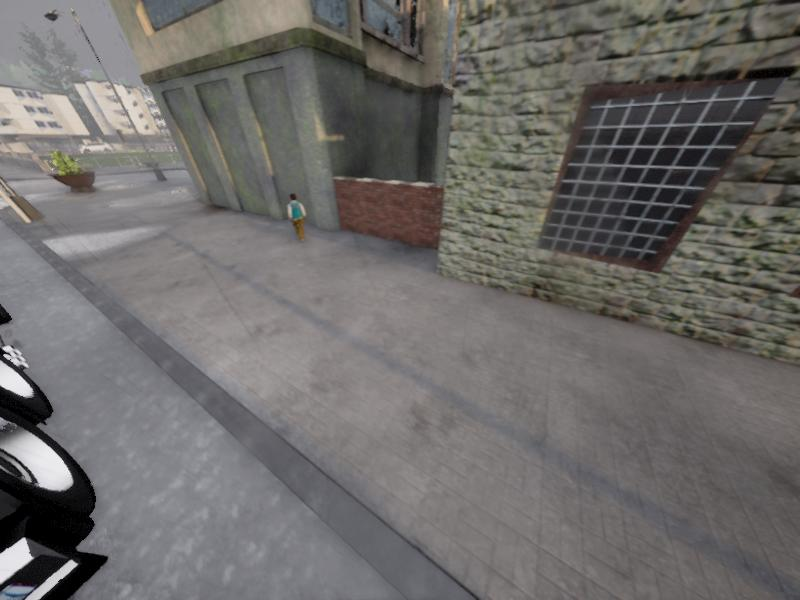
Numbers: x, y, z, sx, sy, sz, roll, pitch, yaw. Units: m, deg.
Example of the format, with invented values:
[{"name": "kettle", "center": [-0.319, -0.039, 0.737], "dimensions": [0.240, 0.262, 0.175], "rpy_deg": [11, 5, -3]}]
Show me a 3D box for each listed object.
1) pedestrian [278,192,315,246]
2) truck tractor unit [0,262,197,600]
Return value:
[{"name": "pedestrian", "center": [-2.528, -1.986, 5.689], "dimensions": [0.500, 1.100, 0.500], "rpy_deg": [-18, 39, -24]}, {"name": "truck tractor unit", "center": [-5.115, -0.295, 0.789], "dimensions": [6.516, 4.208, 3.053], "rpy_deg": [18, 39, 24]}]
